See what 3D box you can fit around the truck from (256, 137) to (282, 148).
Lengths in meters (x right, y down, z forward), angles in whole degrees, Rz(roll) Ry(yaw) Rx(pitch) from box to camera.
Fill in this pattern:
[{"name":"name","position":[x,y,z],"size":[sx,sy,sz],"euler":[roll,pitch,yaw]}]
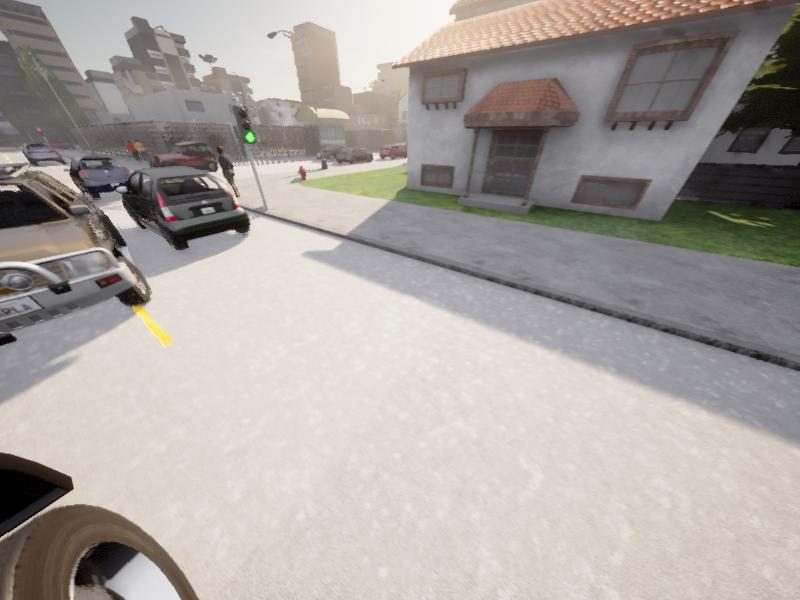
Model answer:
[{"name":"truck","position":[-31.004,-37.431,54.767],"size":[2.069,2.038,4.478],"euler":[22,41,27]}]

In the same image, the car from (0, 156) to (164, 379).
[{"name":"car","position":[-5.906,-0.962,3.582],"size":[4.605,1.855,1.932],"euler":[28,43,32]}]

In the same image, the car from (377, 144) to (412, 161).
[{"name":"car","position":[-0.589,-18.100,28.212],"size":[2.007,1.525,4.514],"euler":[22,40,27]}]

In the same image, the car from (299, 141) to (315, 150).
[{"name":"car","position":[-18.759,-31.212,46.567],"size":[1.481,1.379,2.207],"euler":[22,41,27]}]

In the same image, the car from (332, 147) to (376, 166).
[{"name":"car","position":[-4.535,-14.723,23.532],"size":[1.994,1.385,4.181],"euler":[21,40,26]}]

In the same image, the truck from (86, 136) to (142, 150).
[{"name":"truck","position":[-55.816,-30.822,45.250],"size":[2.390,2.098,6.274],"euler":[22,41,27]}]

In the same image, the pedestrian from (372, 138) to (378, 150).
[{"name":"pedestrian","position":[-4.982,-30.919,45.820],"size":[0.751,1.860,0.751],"euler":[29,44,34]}]

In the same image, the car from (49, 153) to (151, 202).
[{"name":"car","position":[-13.563,-5.666,10.485],"size":[3.633,1.501,1.845],"euler":[22,41,27]}]

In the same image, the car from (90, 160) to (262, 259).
[{"name":"car","position":[-5.991,-2.668,6.237],"size":[3.988,1.617,1.851],"euler":[22,41,27]}]

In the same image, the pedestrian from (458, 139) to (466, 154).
[{"name":"pedestrian","position":[9.744,-24.021,36.162],"size":[0.751,1.860,0.751],"euler":[0,35,-1]}]

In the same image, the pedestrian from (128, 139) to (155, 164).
[{"name":"pedestrian","position":[-23.366,-13.472,20.930],"size":[0.751,1.860,0.751],"euler":[21,40,27]}]

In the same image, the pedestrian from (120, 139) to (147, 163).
[{"name":"pedestrian","position":[-24.611,-13.771,21.343],"size":[0.751,1.860,0.751],"euler":[21,40,26]}]

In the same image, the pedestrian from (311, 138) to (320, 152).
[{"name":"pedestrian","position":[-14.375,-26.298,39.196],"size":[0.751,1.860,0.751],"euler":[13,37,17]}]

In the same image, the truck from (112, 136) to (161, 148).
[{"name":"truck","position":[-56.737,-34.145,49.952],"size":[2.390,2.098,6.274],"euler":[22,40,27]}]

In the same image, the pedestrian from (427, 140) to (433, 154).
[{"name":"pedestrian","position":[4.717,-24.173,36.530],"size":[0.751,1.860,0.751],"euler":[5,35,6]}]

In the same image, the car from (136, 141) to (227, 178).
[{"name":"car","position":[-15.095,-9.993,16.283],"size":[1.905,1.878,3.866],"euler":[18,39,24]}]

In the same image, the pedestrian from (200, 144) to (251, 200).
[{"name":"pedestrian","position":[-6.813,-5.039,9.148],"size":[0.751,1.860,0.751],"euler":[3,35,4]}]

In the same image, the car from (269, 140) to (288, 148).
[{"name":"car","position":[-27.737,-35.700,52.760],"size":[3.705,1.547,1.789],"euler":[22,41,27]}]

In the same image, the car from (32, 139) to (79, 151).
[{"name":"car","position":[-59.471,-26.833,39.994],"size":[1.851,1.617,3.988],"euler":[2,35,2]}]

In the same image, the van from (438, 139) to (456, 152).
[{"name":"van","position":[8.980,-29.965,44.704],"size":[1.775,1.987,4.442],"euler":[-5,36,-8]}]

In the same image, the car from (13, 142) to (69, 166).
[{"name":"car","position":[-33.430,-13.635,21.510],"size":[4.856,1.649,2.033],"euler":[22,41,28]}]

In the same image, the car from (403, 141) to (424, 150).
[{"name":"car","position":[2.836,-33.490,50.086],"size":[4.193,1.474,1.816],"euler":[24,41,29]}]

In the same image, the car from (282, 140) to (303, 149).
[{"name":"car","position":[-23.744,-34.493,51.103],"size":[1.845,1.501,3.633],"euler":[22,41,27]}]

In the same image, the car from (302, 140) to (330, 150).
[{"name":"car","position":[-16.658,-30.883,45.939],"size":[2.242,1.667,4.611],"euler":[22,41,27]}]

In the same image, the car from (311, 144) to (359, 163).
[{"name":"car","position":[-7.205,-16.658,26.125],"size":[2.128,1.511,4.902],"euler":[22,40,27]}]

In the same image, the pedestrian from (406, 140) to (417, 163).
[{"name":"pedestrian","position":[1.099,-14.633,22.804],"size":[0.751,1.860,0.751],"euler":[21,40,27]}]

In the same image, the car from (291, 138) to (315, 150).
[{"name":"car","position":[-20.051,-32.505,48.024],"size":[1.905,1.878,3.866],"euler":[22,41,27]}]

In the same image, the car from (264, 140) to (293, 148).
[{"name":"car","position":[-27.834,-35.792,53.014],"size":[2.033,1.415,5.357],"euler":[22,41,27]}]
